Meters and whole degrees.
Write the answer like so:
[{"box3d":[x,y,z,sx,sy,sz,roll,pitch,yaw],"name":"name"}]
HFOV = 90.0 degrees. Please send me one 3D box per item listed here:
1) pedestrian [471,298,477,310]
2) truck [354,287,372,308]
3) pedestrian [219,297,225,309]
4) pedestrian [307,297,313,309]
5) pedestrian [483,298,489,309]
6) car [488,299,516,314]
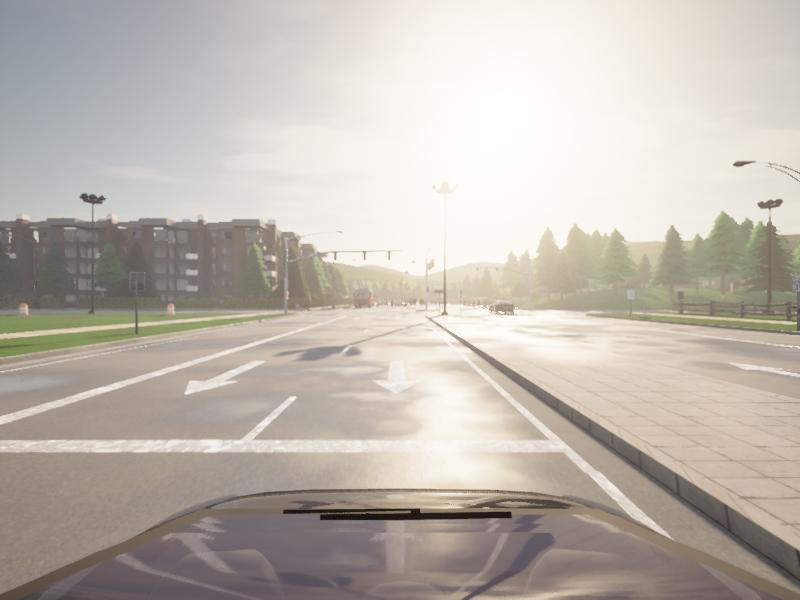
[{"box3d":[12.039,0.672,65.338,0.751,1.860,0.751,0,0,-6],"name":"pedestrian"},{"box3d":[-7.003,-0.387,77.242,2.891,3.827,8.468,0,0,-1],"name":"truck"},{"box3d":[-28.470,0.429,63.949,0.751,1.860,0.751,0,0,-1],"name":"pedestrian"},{"box3d":[-13.543,0.433,59.972,0.751,1.860,0.751,0,0,0],"name":"pedestrian"},{"box3d":[14.129,0.583,65.605,0.751,1.860,0.751,0,0,-11],"name":"pedestrian"},{"box3d":[11.610,0.731,46.020,1.930,1.638,5.238,0,0,0],"name":"car"}]
